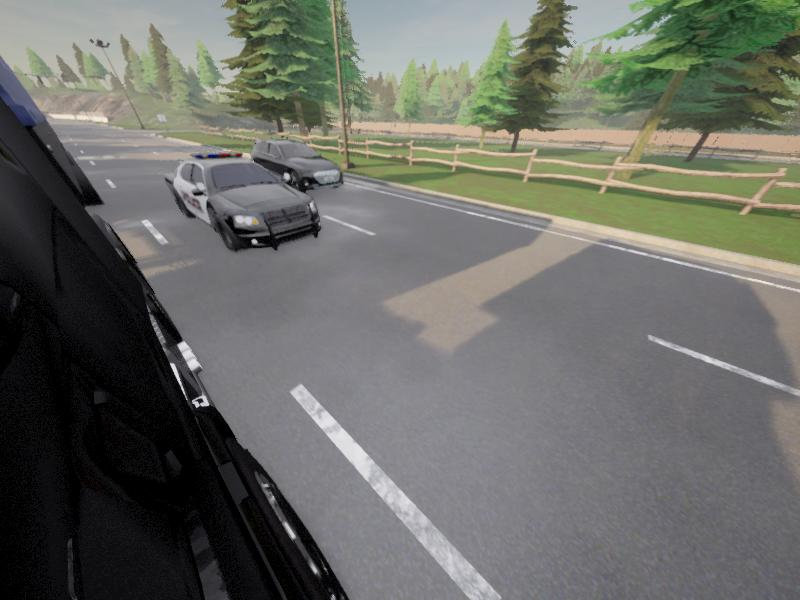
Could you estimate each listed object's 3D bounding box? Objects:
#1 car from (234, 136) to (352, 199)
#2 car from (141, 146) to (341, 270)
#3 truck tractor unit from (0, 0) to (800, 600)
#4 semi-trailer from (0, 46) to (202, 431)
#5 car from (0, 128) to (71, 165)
[{"bbox_3d":[-4.465,-5.688,9.590,4.856,1.649,2.033,28,44,30],"label":"car"},{"bbox_3d":[-3.941,-2.622,5.622,4.974,1.542,2.038,28,44,30],"label":"car"},{"bbox_3d":[-2.645,-0.295,0.351,6.516,4.208,3.053,28,44,30],"label":"truck tractor unit"},{"bbox_3d":[-8.708,-3.581,4.243,14.254,4.402,2.717,28,44,30],"label":"semi-trailer"},{"bbox_3d":[-20.788,-8.749,13.021,4.181,1.385,1.994,28,44,30],"label":"car"}]
